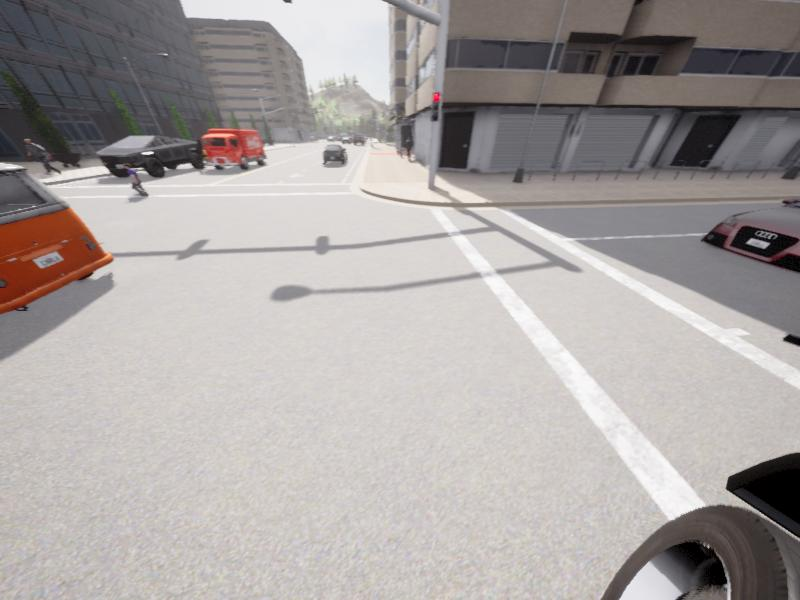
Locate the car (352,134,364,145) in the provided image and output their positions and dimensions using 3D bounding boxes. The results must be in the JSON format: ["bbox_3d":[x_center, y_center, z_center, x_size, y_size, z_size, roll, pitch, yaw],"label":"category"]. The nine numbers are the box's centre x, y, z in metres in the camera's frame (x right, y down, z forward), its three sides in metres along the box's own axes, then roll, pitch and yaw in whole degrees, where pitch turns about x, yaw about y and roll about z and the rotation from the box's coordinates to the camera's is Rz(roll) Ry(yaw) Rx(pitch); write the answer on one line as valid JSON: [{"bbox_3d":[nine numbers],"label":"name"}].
[{"bbox_3d":[-9.876,-38.059,54.834,2.150,2.045,5.566,-3,35,-4],"label":"car"}]

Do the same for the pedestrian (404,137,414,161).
[{"bbox_3d":[0.809,-13.881,21.240,0.751,1.860,0.751,-2,36,-3],"label":"pedestrian"}]

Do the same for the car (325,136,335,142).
[{"bbox_3d":[-22.800,-52.655,75.606,2.163,1.488,4.792,-3,36,-4],"label":"car"}]

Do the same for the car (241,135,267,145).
[{"bbox_3d":[-34.600,-38.012,54.819,4.553,1.767,2.097,-3,36,-4],"label":"car"}]

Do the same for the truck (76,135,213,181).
[{"bbox_3d":[-15.869,-9.536,15.193,2.390,2.098,6.274,-3,36,-4],"label":"truck"}]

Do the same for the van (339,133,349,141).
[{"bbox_3d":[-20.219,-58.867,83.434,2.351,2.431,6.366,-3,36,-4],"label":"van"}]

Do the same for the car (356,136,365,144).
[{"bbox_3d":[-11.048,-45.108,65.142,2.242,1.667,4.611,-3,36,-4],"label":"car"}]

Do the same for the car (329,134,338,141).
[{"bbox_3d":[-23.608,-57.935,82.458,2.150,2.045,5.566,-3,36,-4],"label":"car"}]

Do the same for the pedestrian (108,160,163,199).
[{"bbox_3d":[-10.844,-4.983,9.543,0.751,1.300,0.751,-6,36,-8],"label":"pedestrian"}]

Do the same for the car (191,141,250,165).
[{"bbox_3d":[-16.545,-13.887,21.679,1.801,1.575,5.366,-3,36,-4],"label":"car"}]

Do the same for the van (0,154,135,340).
[{"bbox_3d":[-7.315,-0.687,3.048,4.442,1.987,1.775,-3,36,-5],"label":"van"}]

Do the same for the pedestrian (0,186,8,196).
[{"bbox_3d":[-17.549,-5.161,9.264,0.751,1.860,0.751,-1,36,-1],"label":"pedestrian"}]

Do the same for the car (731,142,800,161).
[{"bbox_3d":[42.851,-17.268,26.735,1.837,1.490,4.892,-3,36,-5],"label":"car"}]

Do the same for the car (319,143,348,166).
[{"bbox_3d":[-5.998,-13.535,21.374,1.812,1.442,4.674,-3,36,-5],"label":"car"}]

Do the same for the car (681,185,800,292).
[{"bbox_3d":[9.078,-1.380,4.643,4.181,1.385,1.994,-3,36,-5],"label":"car"}]

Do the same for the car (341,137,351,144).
[{"bbox_3d":[-13.985,-41.540,60.116,2.038,1.542,4.974,-3,36,-4],"label":"car"}]

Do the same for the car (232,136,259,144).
[{"bbox_3d":[-38.430,-39.799,57.446,4.974,1.542,2.038,-3,36,-4],"label":"car"}]

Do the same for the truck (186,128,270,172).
[{"bbox_3d":[-12.644,-11.578,17.734,2.627,2.467,5.204,-3,36,-5],"label":"truck"}]

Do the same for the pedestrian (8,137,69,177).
[{"bbox_3d":[-20.141,-8.015,12.953,0.751,1.860,0.751,-8,37,-11],"label":"pedestrian"}]
